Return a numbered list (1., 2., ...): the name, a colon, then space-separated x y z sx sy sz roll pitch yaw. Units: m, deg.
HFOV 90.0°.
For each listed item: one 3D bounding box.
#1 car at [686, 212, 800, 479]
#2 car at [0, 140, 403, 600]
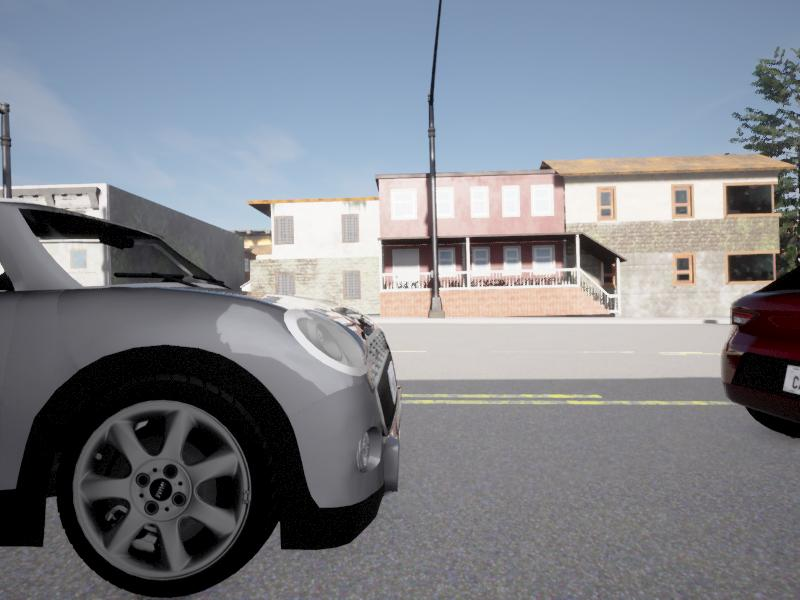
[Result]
1. car: 4.307 0.260 2.168 4.193 1.474 1.816 0 0 1
2. car: -1.899 0.258 2.237 3.806 1.475 1.970 0 0 1
